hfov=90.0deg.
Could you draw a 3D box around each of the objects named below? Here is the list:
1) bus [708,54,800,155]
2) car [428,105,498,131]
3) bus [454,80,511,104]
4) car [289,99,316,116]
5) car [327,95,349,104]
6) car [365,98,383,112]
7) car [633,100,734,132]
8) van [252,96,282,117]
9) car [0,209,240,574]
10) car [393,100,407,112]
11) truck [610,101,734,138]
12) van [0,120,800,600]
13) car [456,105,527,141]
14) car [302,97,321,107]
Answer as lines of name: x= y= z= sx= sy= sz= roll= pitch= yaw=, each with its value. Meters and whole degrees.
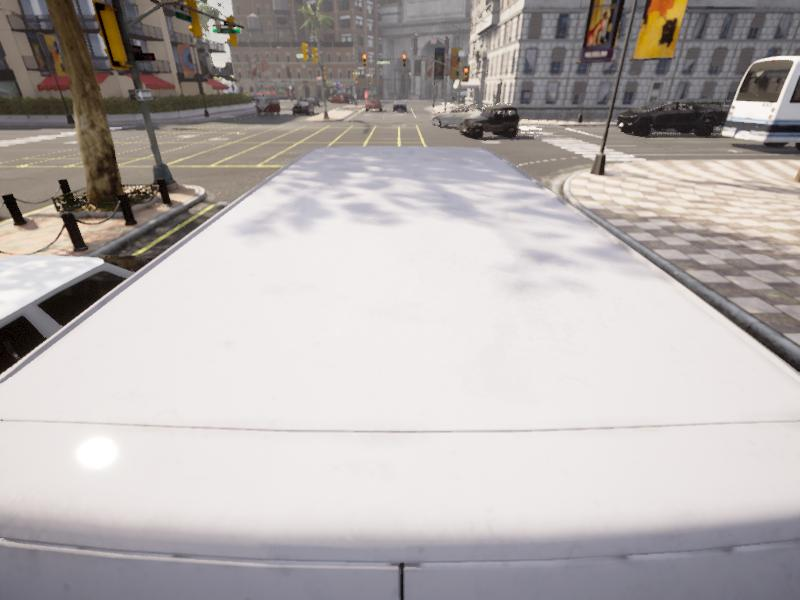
bus: x=23.020 y=-9.970 z=20.478 sx=10.273 sy=4.253 sz=3.944 roll=0 pitch=28 yaw=1
car: x=4.989 y=-14.730 z=32.222 sx=5.027 sy=1.651 sz=2.152 roll=15 pitch=32 yaw=26
bus: x=16.381 y=-41.908 z=80.493 sx=10.273 sy=4.253 sz=3.944 roll=0 pitch=28 yaw=0
car: x=-11.539 y=-22.966 z=47.682 sx=1.930 sy=1.638 sz=5.238 roll=0 pitch=28 yaw=0
car: x=-12.265 y=-39.748 z=79.342 sx=3.988 sy=1.617 sz=1.851 roll=13 pitch=31 yaw=24
car: x=-3.550 y=-26.706 z=54.731 sx=2.152 sy=1.651 sz=5.027 roll=0 pitch=28 yaw=0
car: x=21.118 y=-13.808 z=30.043 sx=5.566 sy=2.045 sz=2.150 roll=0 pitch=28 yaw=0
van: x=-15.039 y=-22.000 z=45.499 sx=1.775 sy=1.987 sz=4.442 roll=0 pitch=28 yaw=0
car: x=-3.498 y=0.312 z=4.108 sx=1.970 sy=1.475 sz=3.806 roll=1 pitch=28 yaw=2
car: x=-0.046 y=-26.856 z=55.360 sx=1.895 sy=1.301 sz=4.718 roll=0 pitch=28 yaw=0
truck: x=18.090 y=-12.181 z=26.925 sx=6.274 sy=2.098 sz=2.390 roll=0 pitch=28 yaw=0
van: x=0.003 y=0.062 z=3.492 sx=1.988 sy=2.561 sz=5.915 roll=0 pitch=28 yaw=0
car: x=5.809 y=-11.414 z=25.702 sx=3.866 sy=1.878 sz=1.905 roll=-7 pitch=29 yaw=-12
car: x=-15.052 y=-33.725 z=68.150 sx=2.033 sy=1.411 sz=5.357 roll=0 pitch=28 yaw=1
